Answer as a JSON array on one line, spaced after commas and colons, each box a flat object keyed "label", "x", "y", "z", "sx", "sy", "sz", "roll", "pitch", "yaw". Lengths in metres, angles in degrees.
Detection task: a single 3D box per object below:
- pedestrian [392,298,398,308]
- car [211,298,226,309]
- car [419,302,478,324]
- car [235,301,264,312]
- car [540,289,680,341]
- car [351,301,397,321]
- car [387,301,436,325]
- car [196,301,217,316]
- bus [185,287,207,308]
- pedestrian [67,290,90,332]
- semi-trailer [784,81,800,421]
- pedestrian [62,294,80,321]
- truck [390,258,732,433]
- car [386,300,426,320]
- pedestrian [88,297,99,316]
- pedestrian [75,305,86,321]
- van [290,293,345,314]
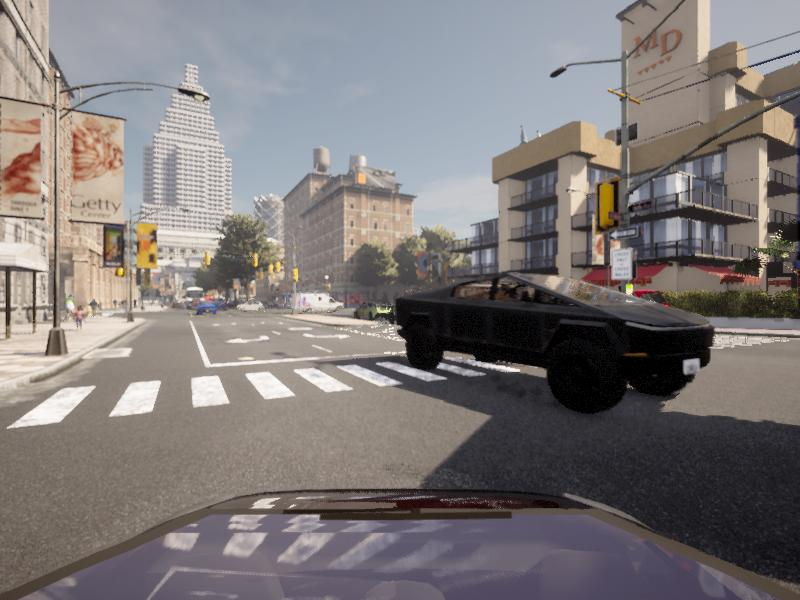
[{"label": "pedestrian", "x": -0.923, "y": 0.569, "z": 76.930, "sx": 0.751, "sy": 1.860, "sz": 0.751, "roll": 0, "pitch": 0, "yaw": -35}, {"label": "car", "x": -33.305, "y": 0.647, "z": 73.309, "sx": 2.150, "sy": 2.045, "sz": 5.566, "roll": 0, "pitch": 0, "yaw": -29}, {"label": "car", "x": 3.498, "y": 0.878, "z": 29.749, "sx": 1.837, "sy": 1.490, "sz": 4.892, "roll": 0, "pitch": 0, "yaw": -29}, {"label": "car", "x": -21.042, "y": 0.885, "z": 56.011, "sx": 3.633, "sy": 1.501, "sz": 1.845, "roll": 0, "pitch": 0, "yaw": -29}, {"label": "car", "x": 9.520, "y": 0.591, "z": 18.761, "sx": 2.150, "sy": 2.045, "sz": 5.566, "roll": 0, "pitch": 0, "yaw": -29}, {"label": "car", "x": -2.231, "y": 0.864, "z": 32.952, "sx": 2.007, "sy": 1.525, "sz": 4.514, "roll": 0, "pitch": 0, "yaw": -28}, {"label": "car", "x": 0.726, "y": 0.845, "z": 27.522, "sx": 1.789, "sy": 1.549, "sz": 3.705, "roll": 0, "pitch": 0, "yaw": -29}, {"label": "car", "x": -21.195, "y": 0.867, "z": 43.742, "sx": 1.882, "sy": 1.535, "sz": 5.008, "roll": 0, "pitch": 0, "yaw": -29}, {"label": "bus", "x": -43.117, "y": -0.453, "z": 84.268, "sx": 3.944, "sy": 4.253, "sz": 10.273, "roll": 0, "pitch": 0, "yaw": -29}, {"label": "pedestrian", "x": -14.779, "y": 0.503, "z": 18.409, "sx": 0.751, "sy": 1.860, "sz": 0.751, "roll": 0, "pitch": 0, "yaw": -30}, {"label": "semi-trailer", "x": 11.018, "y": -0.622, "z": 1.014, "sx": 14.254, "sy": 4.402, "sz": 2.717, "roll": 0, "pitch": 1, "yaw": 29}, {"label": "pedestrian", "x": -23.466, "y": 0.513, "z": 28.511, "sx": 0.751, "sy": 1.860, "sz": 0.751, "roll": 0, "pitch": 0, "yaw": -16}, {"label": "truck", "x": 2.371, "y": 0.552, "z": 8.106, "sx": 2.390, "sy": 2.098, "sz": 6.274, "roll": 0, "pitch": 0, "yaw": -31}, {"label": "car", "x": 0.475, "y": 0.827, "z": 35.311, "sx": 1.851, "sy": 1.617, "sz": 3.988, "roll": 0, "pitch": 0, "yaw": -29}, {"label": "pedestrian", "x": -30.697, "y": 0.677, "z": 40.099, "sx": 0.751, "sy": 1.860, "sz": 0.751, "roll": 0, "pitch": 0, "yaw": -26}, {"label": "pedestrian", "x": -21.868, "y": 0.892, "z": 27.355, "sx": 0.500, "sy": 1.100, "sz": 0.500, "roll": 0, "pitch": 0, "yaw": 43}, {"label": "van", "x": -10.246, "y": 0.431, "z": 49.972, "sx": 6.366, "sy": 2.431, "sz": 2.351, "roll": 0, "pitch": 0, "yaw": -29}]
